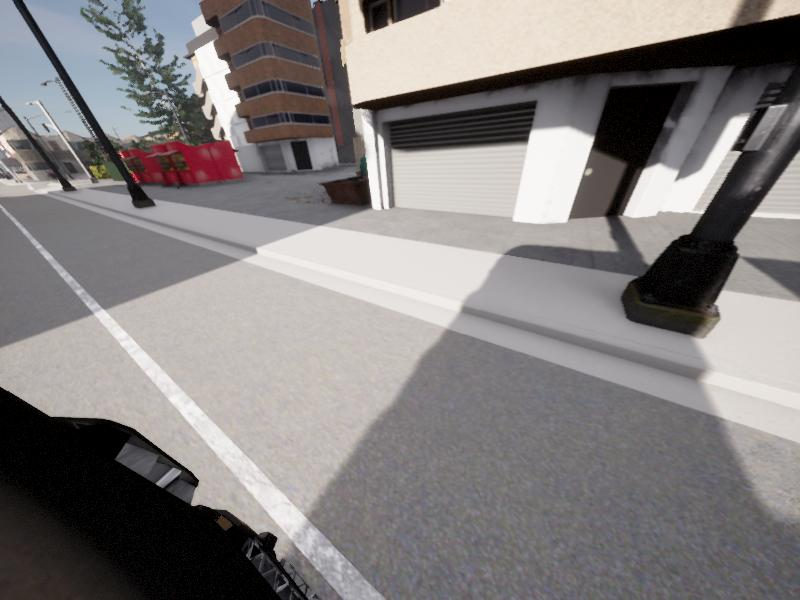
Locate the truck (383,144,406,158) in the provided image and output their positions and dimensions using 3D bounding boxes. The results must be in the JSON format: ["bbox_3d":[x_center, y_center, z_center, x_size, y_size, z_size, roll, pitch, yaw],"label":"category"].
[{"bbox_3d":[-1.340,-37.808,58.643,5.204,2.467,2.627,16,38,28],"label":"truck"}]

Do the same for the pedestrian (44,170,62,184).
[{"bbox_3d":[-56.712,-20.083,37.738,0.751,1.860,0.751,12,36,23],"label":"pedestrian"}]
